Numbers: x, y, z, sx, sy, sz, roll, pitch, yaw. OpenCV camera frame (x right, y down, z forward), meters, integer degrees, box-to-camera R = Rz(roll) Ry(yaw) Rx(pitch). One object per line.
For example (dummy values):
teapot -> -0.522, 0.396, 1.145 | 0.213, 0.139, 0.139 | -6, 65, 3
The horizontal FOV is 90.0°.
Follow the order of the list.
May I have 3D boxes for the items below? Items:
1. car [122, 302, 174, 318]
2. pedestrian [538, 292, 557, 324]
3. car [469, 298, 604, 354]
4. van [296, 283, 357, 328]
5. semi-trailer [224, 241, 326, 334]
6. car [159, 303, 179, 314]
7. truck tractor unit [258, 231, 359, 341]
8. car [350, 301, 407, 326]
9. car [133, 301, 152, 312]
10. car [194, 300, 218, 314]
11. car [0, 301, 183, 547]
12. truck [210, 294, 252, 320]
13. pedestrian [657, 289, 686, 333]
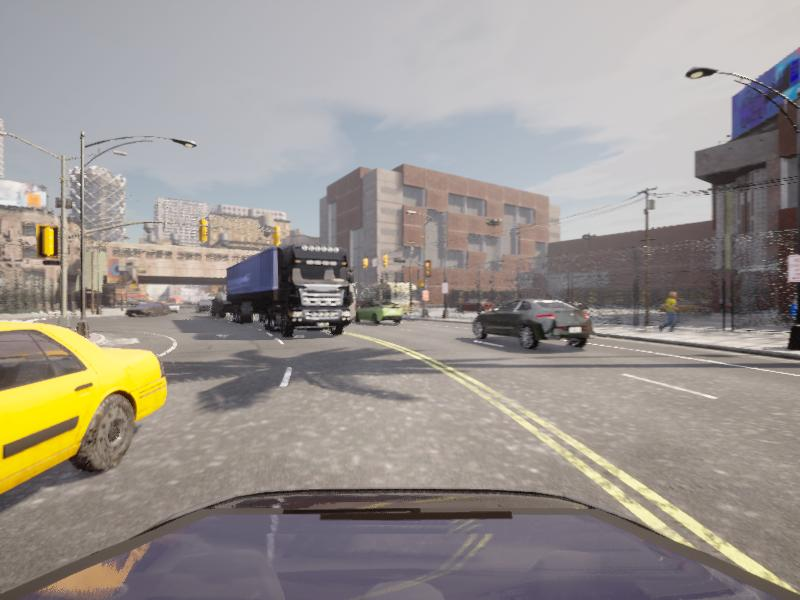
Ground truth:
car -> -24.241, 0.921, 38.767 | 2.033, 1.411, 5.357 | 0, 0, -5
pedestrian -> 8.899, 0.470, 24.133 | 0.751, 1.860, 0.751 | 0, 0, -26
car -> 4.629, 0.772, 14.593 | 2.152, 1.651, 5.027 | 0, 0, -16
van -> -4.974, 0.324, 26.320 | 1.988, 2.561, 5.915 | 0, 0, -31
semi-trailer -> -8.693, -0.610, 25.711 | 2.717, 4.402, 14.254 | 0, 0, -32
car -> -27.286, 0.972, 47.363 | 1.895, 1.301, 4.718 | 0, 0, -28
truck tractor unit -> -4.618, -0.519, 18.932 | 3.053, 4.208, 6.516 | 0, 0, -28
car -> -1.564, 0.826, 27.327 | 2.007, 1.525, 4.514 | 0, 0, -31
car -> -35.989, 0.862, 55.918 | 2.097, 1.535, 5.008 | 0, 0, -34
car -> -23.747, 0.795, 48.884 | 1.930, 1.638, 5.238 | 0, 0, -33
car -> -3.469, 0.805, 2.380 | 1.801, 1.575, 5.366 | 0, 0, -4
truck -> -15.354, 0.557, 36.038 | 2.390, 2.098, 6.274 | 0, 0, -33
pedestrian -> 11.757, 0.467, 17.320 | 0.751, 1.860, 0.751 | 0, 0, -28
